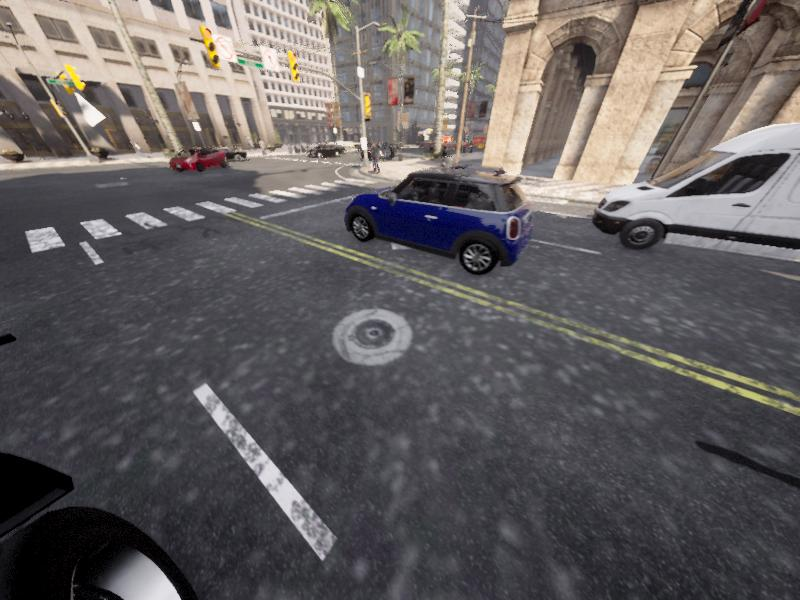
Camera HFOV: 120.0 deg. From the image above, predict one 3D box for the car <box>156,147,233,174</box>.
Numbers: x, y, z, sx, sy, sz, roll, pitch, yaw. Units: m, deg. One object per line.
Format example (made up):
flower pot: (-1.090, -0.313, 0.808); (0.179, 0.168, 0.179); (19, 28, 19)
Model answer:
car: (-15.860, -11.142, 18.257); (2.007, 1.525, 4.514); (1, 35, 1)

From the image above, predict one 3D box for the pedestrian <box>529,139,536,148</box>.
pedestrian: (34.677, -40.910, 60.311); (0.751, 1.860, 0.751); (-24, 42, -31)

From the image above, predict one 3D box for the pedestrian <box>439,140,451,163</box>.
pedestrian: (4.353, -14.425, 22.488); (0.751, 1.860, 0.751); (18, 39, 23)

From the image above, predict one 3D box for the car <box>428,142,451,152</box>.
car: (7.707, -29.758, 44.862); (2.038, 1.542, 4.974); (22, 41, 28)

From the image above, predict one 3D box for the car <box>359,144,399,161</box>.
car: (-2.430, -18.030, 28.136); (2.038, 1.542, 4.974); (22, 40, 27)

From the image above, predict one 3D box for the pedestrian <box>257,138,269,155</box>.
pedestrian: (-18.712, -20.912, 31.496); (0.751, 1.860, 0.751); (-8, 36, -11)

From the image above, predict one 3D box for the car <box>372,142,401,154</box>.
car: (-2.179, -25.302, 38.358); (1.930, 1.638, 5.238); (22, 41, 28)

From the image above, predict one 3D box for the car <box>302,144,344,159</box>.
car: (-9.749, -19.110, 29.638); (1.837, 1.490, 4.892); (22, 41, 28)

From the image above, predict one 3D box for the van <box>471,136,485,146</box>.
van: (25.478, -51.910, 75.518); (1.988, 2.561, 5.915); (22, 41, 28)

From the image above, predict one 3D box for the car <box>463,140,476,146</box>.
car: (23.446, -52.921, 77.845); (2.231, 1.521, 4.892); (22, 41, 28)

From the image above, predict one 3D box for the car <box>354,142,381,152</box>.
car: (-6.022, -28.794, 43.422); (2.163, 1.488, 4.792); (22, 41, 28)

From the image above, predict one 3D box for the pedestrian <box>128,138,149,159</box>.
pedestrian: (-28.332, -16.420, 25.043); (0.751, 1.860, 0.751); (26, 43, 32)

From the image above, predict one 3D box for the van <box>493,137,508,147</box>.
van: (32.062, -50.214, 73.293); (2.351, 2.431, 6.366); (22, 41, 28)

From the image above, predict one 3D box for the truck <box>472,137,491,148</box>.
truck: (21.463, -41.443, 60.732); (2.627, 2.467, 5.204); (22, 41, 28)

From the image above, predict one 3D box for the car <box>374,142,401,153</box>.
car: (-2.231, -28.651, 43.323); (2.033, 1.411, 5.357); (22, 41, 28)

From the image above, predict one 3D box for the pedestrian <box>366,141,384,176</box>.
pedestrian: (-1.616, -9.248, 15.093); (0.751, 1.860, 0.751); (25, 42, 31)

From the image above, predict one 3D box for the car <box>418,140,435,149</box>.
car: (6.726, -39.175, 57.986); (2.185, 1.767, 4.553); (22, 41, 28)

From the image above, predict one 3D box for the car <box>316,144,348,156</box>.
car: (-10.023, -22.327, 34.307); (1.994, 1.385, 4.181); (23, 41, 28)

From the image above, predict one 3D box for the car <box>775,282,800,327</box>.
car: (7.628, 0.511, 1.616); (4.605, 1.855, 1.932); (22, 41, 28)

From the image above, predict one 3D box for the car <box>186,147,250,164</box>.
car: (-18.816, -15.173, 24.150); (1.895, 1.301, 4.718); (22, 41, 28)

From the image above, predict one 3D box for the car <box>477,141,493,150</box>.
car: (19.983, -36.294, 54.222); (1.801, 1.575, 5.366); (22, 41, 28)

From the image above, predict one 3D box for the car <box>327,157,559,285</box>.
car: (0.753, -2.247, 5.546); (4.553, 1.767, 2.097); (22, 41, 28)

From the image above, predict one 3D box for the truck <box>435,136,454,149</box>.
truck: (11.317, -40.121, 58.772); (2.627, 2.467, 5.204); (22, 41, 28)

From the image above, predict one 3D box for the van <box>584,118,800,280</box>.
van: (7.933, -2.106, 4.754); (5.915, 2.561, 1.988); (22, 40, 28)

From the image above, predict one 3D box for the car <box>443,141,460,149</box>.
car: (12.322, -37.005, 55.224); (2.163, 1.488, 4.792); (22, 41, 28)

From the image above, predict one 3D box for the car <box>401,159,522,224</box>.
car: (2.063, -4.071, 8.374); (3.633, 1.501, 1.845); (22, 41, 28)

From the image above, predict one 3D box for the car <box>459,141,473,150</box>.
car: (15.320, -35.986, 53.730); (1.789, 1.549, 3.705); (22, 41, 28)
